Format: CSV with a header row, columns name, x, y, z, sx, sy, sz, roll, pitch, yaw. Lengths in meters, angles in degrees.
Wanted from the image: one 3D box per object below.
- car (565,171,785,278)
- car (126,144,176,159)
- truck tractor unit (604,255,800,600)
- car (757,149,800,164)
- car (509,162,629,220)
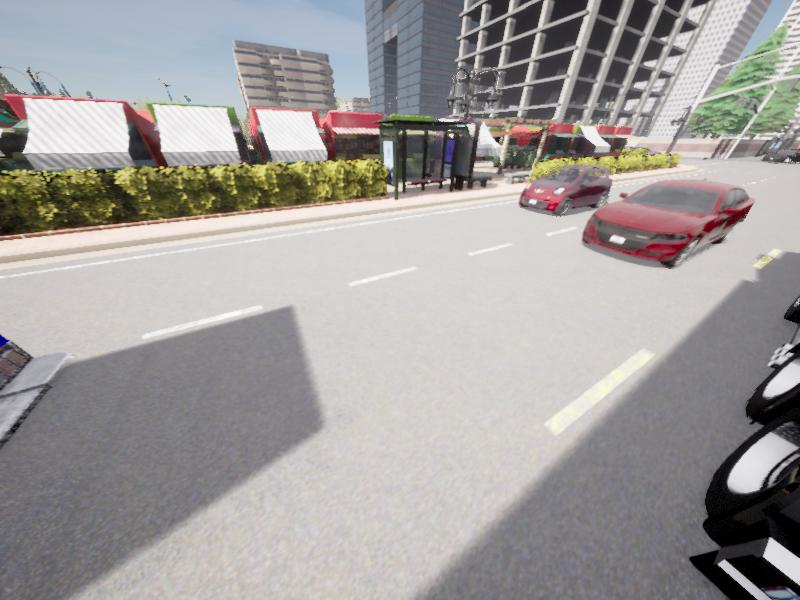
name,x,y,z,sx,sy,sz,roll,pitch,yaw
car,6.955,-2.210,5.888,5.008,1.535,1.882,-17,38,-23
car,-31.655,-19.000,29.576,3.806,1.475,1.970,-17,38,-23
truck tractor unit,5.091,-0.320,0.805,6.516,4.208,3.053,-19,39,-25
car,48.159,-17.812,28.639,5.008,1.535,1.882,-6,36,-9
car,6.427,-4.320,8.925,3.633,1.501,1.845,-17,38,-23
